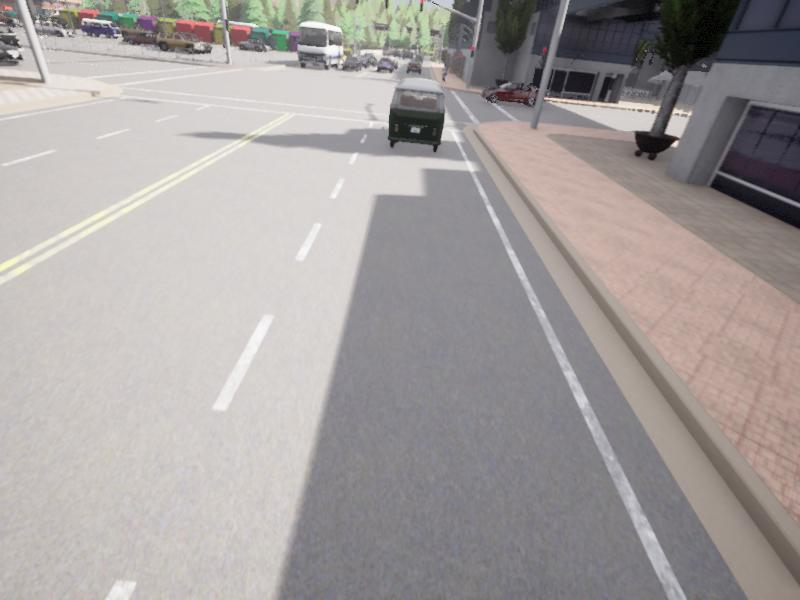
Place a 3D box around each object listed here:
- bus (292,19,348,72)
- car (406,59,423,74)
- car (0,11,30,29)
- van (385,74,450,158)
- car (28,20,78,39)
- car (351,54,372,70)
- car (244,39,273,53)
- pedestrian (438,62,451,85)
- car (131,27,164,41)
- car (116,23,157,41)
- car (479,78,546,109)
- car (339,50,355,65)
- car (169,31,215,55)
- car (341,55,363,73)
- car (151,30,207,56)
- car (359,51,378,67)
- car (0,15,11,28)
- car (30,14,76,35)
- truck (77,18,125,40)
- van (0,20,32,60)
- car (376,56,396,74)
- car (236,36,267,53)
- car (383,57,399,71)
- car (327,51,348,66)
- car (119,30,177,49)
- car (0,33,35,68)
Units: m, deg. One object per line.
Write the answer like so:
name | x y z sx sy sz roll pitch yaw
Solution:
bus | -8.745 -28.781 45.364 3.944 4.253 10.273 6 32 -1
car | 2.031 -32.403 55.462 2.038 1.542 4.974 6 32 0
car | -55.320 -39.305 55.958 4.605 1.855 1.932 5 32 -2
van | 0.611 -6.660 14.177 1.775 1.987 4.442 6 32 0
car | -40.571 -31.667 46.875 3.806 1.475 1.970 5 32 -2
car | -5.080 -31.648 53.083 2.128 1.511 4.902 6 32 0
car | -22.664 -40.629 64.073 3.806 1.475 1.970 5 32 -2
pedestrian | 4.350 -22.071 38.920 0.751 1.860 0.751 18 34 18
car | -40.050 -42.245 63.597 3.905 1.438 1.784 5 32 -2
car | -40.174 -40.884 61.034 4.605 1.855 1.932 5 32 -2
car | 8.129 -15.125 29.297 4.193 1.474 1.816 5 32 -1
car | -8.068 -36.960 60.938 1.851 1.617 3.988 6 32 0
car | -23.236 -28.827 44.902 3.866 1.878 1.905 5 32 -2
car | -5.500 -27.363 46.265 1.837 1.490 4.892 6 32 -1
car | -23.369 -27.291 42.451 4.605 1.855 1.932 5 32 -2
car | -4.653 -35.904 59.612 2.097 1.767 4.553 6 32 0
car | -55.363 -37.694 53.802 3.905 1.438 1.784 5 32 -2
car | -46.695 -37.077 53.919 3.866 1.878 1.905 5 32 -2
truck | -40.335 -36.579 54.035 4.478 2.038 2.069 5 32 -2
van | -26.185 -16.212 24.627 4.480 2.038 2.069 5 32 -2
car | -1.758 -29.561 50.250 2.033 1.649 4.856 6 33 0
car | -22.733 -39.288 61.497 3.866 1.878 1.905 5 32 -2
car | -1.280 -34.475 58.304 1.970 1.475 3.806 6 32 0
car | -8.467 -32.945 54.528 1.882 1.535 5.008 6 32 0
car | -29.594 -30.668 47.160 5.357 1.415 2.033 5 32 -2
car | -23.621 -13.882 21.884 4.902 1.511 2.128 5 32 -2
